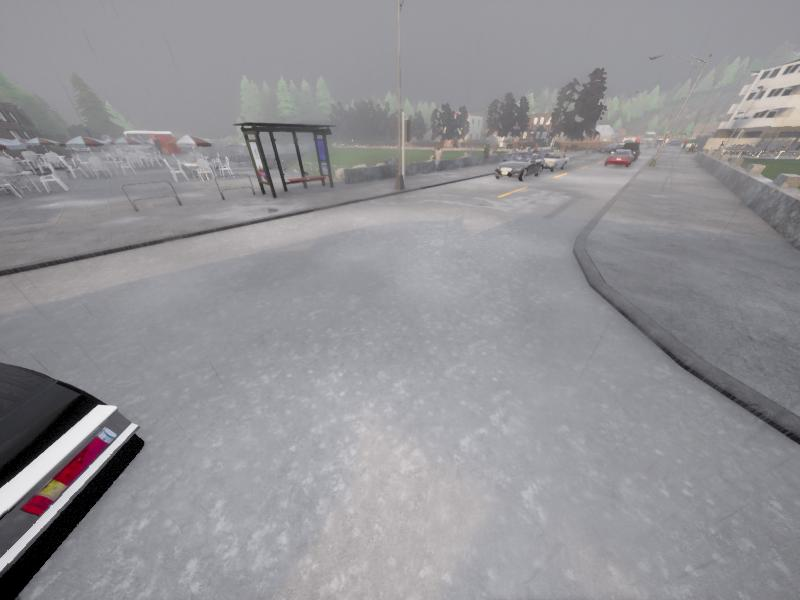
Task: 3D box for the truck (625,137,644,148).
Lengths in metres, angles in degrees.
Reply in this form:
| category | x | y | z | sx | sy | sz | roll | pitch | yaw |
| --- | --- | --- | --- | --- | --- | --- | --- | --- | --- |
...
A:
| category | x | y | z | sx | sy | sz | roll | pitch | yaw |
| --- | --- | --- | --- | --- | --- | --- | --- | --- | --- |
| truck | 66.153 | -44.420 | 65.182 | 2.627 | 2.467 | 5.204 | 29 | 44 | 35 |

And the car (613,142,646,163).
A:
| category | x | y | z | sx | sy | sz | roll | pitch | yaw |
| --- | --- | --- | --- | --- | --- | --- | --- | --- | --- |
| car | 26.930 | -17.356 | 27.088 | 1.905 | 1.878 | 3.866 | 29 | 44 | 35 |

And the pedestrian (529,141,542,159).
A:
| category | x | y | z | sx | sy | sz | roll | pitch | yaw |
| --- | --- | --- | --- | --- | --- | --- | --- | --- | --- |
| pedestrian | 17.623 | -19.510 | 30.056 | 0.751 | 1.860 | 0.751 | 28 | 44 | 34 |

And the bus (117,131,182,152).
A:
| category | x | y | z | sx | sy | sz | roll | pitch | yaw |
| --- | --- | --- | --- | --- | --- | --- | --- | --- | --- |
| bus | -64.694 | -41.237 | 60.009 | 3.944 | 4.253 | 10.273 | 29 | 44 | 35 |

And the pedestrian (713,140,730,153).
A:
| category | x | y | z | sx | sy | sz | roll | pitch | yaw |
| --- | --- | --- | --- | --- | --- | --- | --- | --- | --- |
| pedestrian | 54.105 | -25.854 | 38.886 | 0.751 | 1.860 | 0.751 | 20 | 40 | 27 |

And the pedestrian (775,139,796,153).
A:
| category | x | y | z | sx | sy | sz | roll | pitch | yaw |
| --- | --- | --- | --- | --- | --- | --- | --- | --- | --- |
| pedestrian | 59.237 | -23.670 | 35.521 | 0.751 | 1.860 | 0.751 | 28 | 44 | 34 |

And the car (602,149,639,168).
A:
| category | x | y | z | sx | sy | sz | roll | pitch | yaw |
| --- | --- | --- | --- | --- | --- | --- | --- | --- | --- |
| car | 22.002 | -14.171 | 23.006 | 1.994 | 1.385 | 4.181 | 27 | 43 | 33 |

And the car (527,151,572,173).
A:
| category | x | y | z | sx | sy | sz | roll | pitch | yaw |
| --- | --- | --- | --- | --- | --- | --- | --- | --- | --- |
| car | 13.147 | -12.150 | 20.231 | 1.895 | 1.301 | 4.718 | 29 | 44 | 35 |

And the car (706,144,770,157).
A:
| category | x | y | z | sx | sy | sz | roll | pitch | yaw |
| --- | --- | --- | --- | --- | --- | --- | --- | --- | --- |
| car | 51.244 | -22.876 | 35.276 | 5.357 | 1.411 | 2.033 | 29 | 44 | 35 |

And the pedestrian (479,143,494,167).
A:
| category | x | y | z | sx | sy | sz | roll | pitch | yaw |
| --- | --- | --- | --- | --- | --- | --- | --- | --- | --- |
| pedestrian | 8.035 | -13.473 | 21.451 | 0.751 | 1.860 | 0.751 | 25 | 42 | 31 |

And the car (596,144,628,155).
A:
| category | x | y | z | sx | sy | sz | roll | pitch | yaw |
| --- | --- | --- | --- | --- | --- | --- | --- | --- | --- |
| car | 35.745 | -25.441 | 38.989 | 4.892 | 1.490 | 1.837 | -17 | 37 | -23 |

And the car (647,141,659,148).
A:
| category | x | y | z | sx | sy | sz | roll | pitch | yaw |
| --- | --- | --- | --- | --- | --- | --- | --- | --- | --- |
| car | 72.922 | -44.805 | 66.473 | 1.789 | 1.549 | 3.705 | 29 | 44 | 35 |

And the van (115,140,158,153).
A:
| category | x | y | z | sx | sy | sz | roll | pitch | yaw |
| --- | --- | --- | --- | --- | --- | --- | --- | --- | --- |
| van | -64.198 | -37.578 | 56.345 | 2.351 | 2.431 | 6.366 | 29 | 44 | 35 |

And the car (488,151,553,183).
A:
| category | x | y | z | sx | sy | sz | roll | pitch | yaw |
| --- | --- | --- | --- | --- | --- | --- | --- | --- | --- |
| car | 8.410 | -9.319 | 16.010 | 2.128 | 1.511 | 4.902 | 29 | 45 | 35 |

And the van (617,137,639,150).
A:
| category | x | y | z | sx | sy | sz | roll | pitch | yaw |
| --- | --- | --- | --- | --- | --- | --- | --- | --- | --- |
| van | 54.902 | -37.655 | 55.583 | 2.351 | 2.431 | 6.366 | 29 | 44 | 35 |

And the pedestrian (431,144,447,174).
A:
| category | x | y | z | sx | sy | sz | roll | pitch | yaw |
| --- | --- | --- | --- | --- | --- | --- | --- | --- | --- |
| pedestrian | 2.907 | -10.691 | 17.491 | 0.751 | 1.860 | 0.751 | 29 | 44 | 35 |
